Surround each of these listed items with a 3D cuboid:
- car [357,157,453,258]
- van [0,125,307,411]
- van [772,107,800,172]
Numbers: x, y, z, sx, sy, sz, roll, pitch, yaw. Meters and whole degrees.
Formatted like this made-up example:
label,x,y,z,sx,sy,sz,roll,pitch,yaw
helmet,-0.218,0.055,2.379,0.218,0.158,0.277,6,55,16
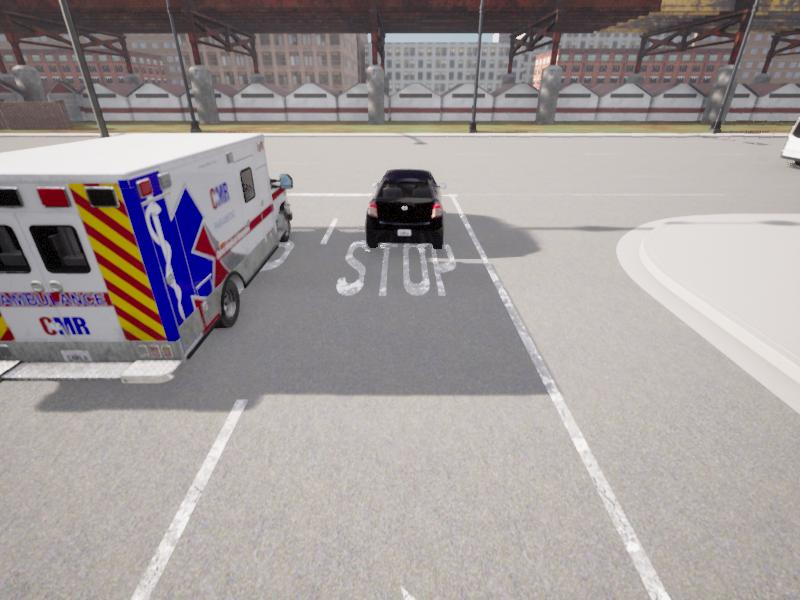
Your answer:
label,x,y,z,sx,sy,sz,roll,pitch,yaw
car,0.201,-2.400,9.637,1.845,1.501,3.633,2,27,3
van,-3.495,-1.338,6.582,2.351,2.431,6.366,0,27,0
van,20.765,-7.078,17.652,5.915,2.561,1.988,0,27,0
